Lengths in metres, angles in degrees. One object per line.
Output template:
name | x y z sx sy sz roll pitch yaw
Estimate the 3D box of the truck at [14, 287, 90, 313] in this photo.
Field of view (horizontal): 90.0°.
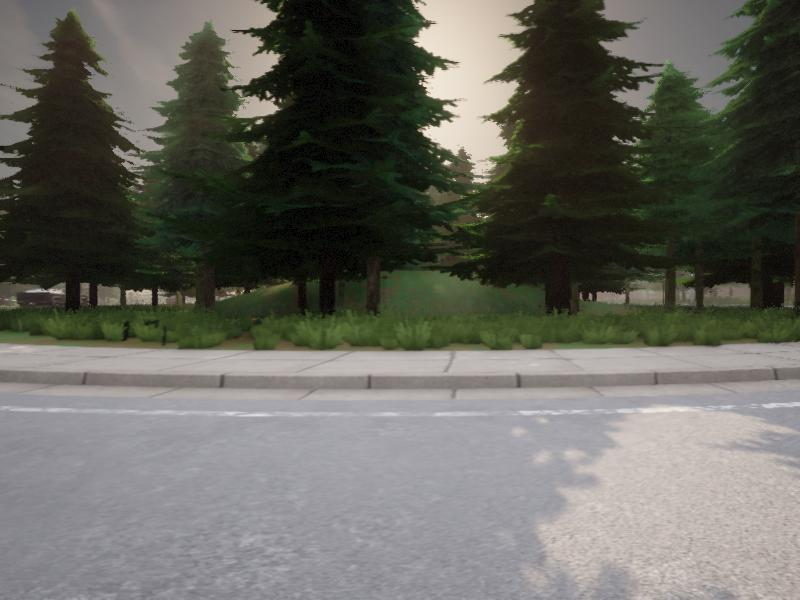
truck | -30.351 -0.003 35.262 2.390 2.098 6.274 0 0 -13
